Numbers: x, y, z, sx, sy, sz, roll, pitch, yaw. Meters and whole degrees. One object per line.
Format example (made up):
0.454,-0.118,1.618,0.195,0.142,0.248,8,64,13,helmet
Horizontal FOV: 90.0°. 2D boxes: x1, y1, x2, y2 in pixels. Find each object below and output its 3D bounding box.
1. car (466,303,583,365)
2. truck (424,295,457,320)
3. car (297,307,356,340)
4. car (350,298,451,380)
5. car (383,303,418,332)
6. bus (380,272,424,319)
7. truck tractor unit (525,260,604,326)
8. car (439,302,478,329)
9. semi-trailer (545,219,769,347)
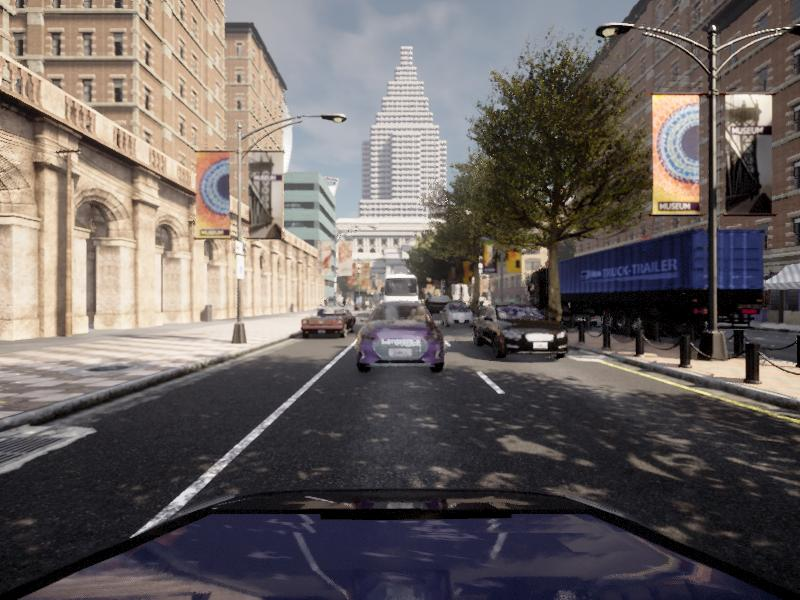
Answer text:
3.517,0.871,12.442,2.128,1.511,4.902,0,0,0,car
3.544,0.643,36.498,2.390,2.098,6.274,0,0,0,truck
-3.226,0.992,18.613,1.895,1.301,4.718,0,0,0,car
0.011,0.811,10.467,2.033,1.649,4.856,0,-1,0,car
0.028,0.911,23.370,1.837,1.490,4.892,0,0,0,car
0.190,-0.419,41.157,3.944,4.253,10.273,0,0,0,bus
11.526,-0.441,28.837,3.053,4.208,6.516,0,0,0,truck tractor unit
3.530,0.896,24.737,1.845,1.501,3.633,0,0,0,car
11.447,-0.558,20.923,2.717,4.402,14.254,0,0,1,semi-trailer
